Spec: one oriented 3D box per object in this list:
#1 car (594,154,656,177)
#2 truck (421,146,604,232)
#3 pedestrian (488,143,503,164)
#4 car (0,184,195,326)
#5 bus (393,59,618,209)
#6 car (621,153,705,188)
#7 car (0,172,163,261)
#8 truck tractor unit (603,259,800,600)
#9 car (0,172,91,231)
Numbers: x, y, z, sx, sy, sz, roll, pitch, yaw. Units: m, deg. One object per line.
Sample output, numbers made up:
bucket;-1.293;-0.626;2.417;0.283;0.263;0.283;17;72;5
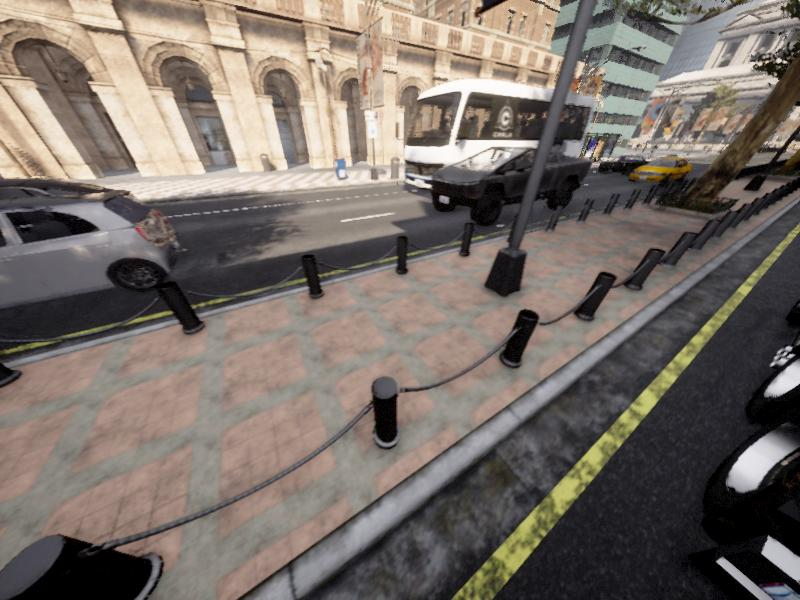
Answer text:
car;18.704;-11.251;19.223;4.718;1.301;1.895;-18;39;-25
truck;4.111;-4.407;8.548;6.274;2.098;2.390;-18;39;-25
pedestrian;10.080;-15.440;24.373;0.751;1.860;0.751;-13;37;-18
car;-6.054;-0.793;3.760;3.633;1.501;1.845;-18;39;-25
bus;5.132;-7.855;11.631;10.273;4.253;3.944;-19;39;-25
car;17.180;-8.543;15.062;5.366;1.575;1.801;-18;39;-25
car;-9.404;-1.982;5.477;4.892;1.490;1.837;-18;39;-25
truck tractor unit;5.100;-0.312;0.798;6.516;4.208;3.053;-19;39;-25
car;-13.272;-2.772;6.742;4.718;1.301;1.895;-19;39;-25
